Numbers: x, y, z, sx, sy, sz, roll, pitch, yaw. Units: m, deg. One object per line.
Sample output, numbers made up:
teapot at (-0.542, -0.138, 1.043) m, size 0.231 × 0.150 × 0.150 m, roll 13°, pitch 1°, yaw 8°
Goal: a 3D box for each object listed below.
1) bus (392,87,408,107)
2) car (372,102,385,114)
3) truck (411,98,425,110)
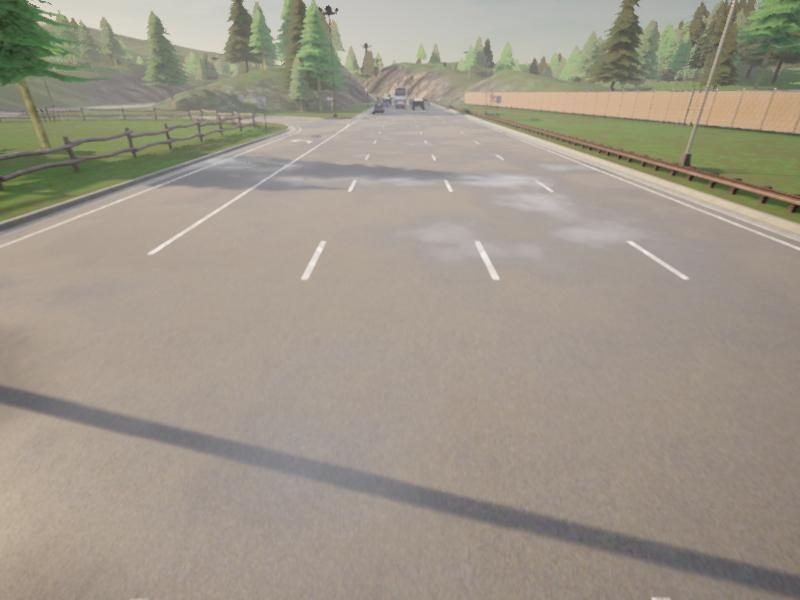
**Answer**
bus at (-0.009, -51.742, 101.797) m, size 3.944 × 4.253 × 10.273 m, roll 0°, pitch 27°, yaw 0°
car at (-3.429, -31.270, 65.232) m, size 1.851 × 1.617 × 3.988 m, roll 0°, pitch 27°, yaw 0°
truck at (3.584, -39.196, 79.950) m, size 2.390 × 2.098 × 6.274 m, roll 0°, pitch 27°, yaw 0°
